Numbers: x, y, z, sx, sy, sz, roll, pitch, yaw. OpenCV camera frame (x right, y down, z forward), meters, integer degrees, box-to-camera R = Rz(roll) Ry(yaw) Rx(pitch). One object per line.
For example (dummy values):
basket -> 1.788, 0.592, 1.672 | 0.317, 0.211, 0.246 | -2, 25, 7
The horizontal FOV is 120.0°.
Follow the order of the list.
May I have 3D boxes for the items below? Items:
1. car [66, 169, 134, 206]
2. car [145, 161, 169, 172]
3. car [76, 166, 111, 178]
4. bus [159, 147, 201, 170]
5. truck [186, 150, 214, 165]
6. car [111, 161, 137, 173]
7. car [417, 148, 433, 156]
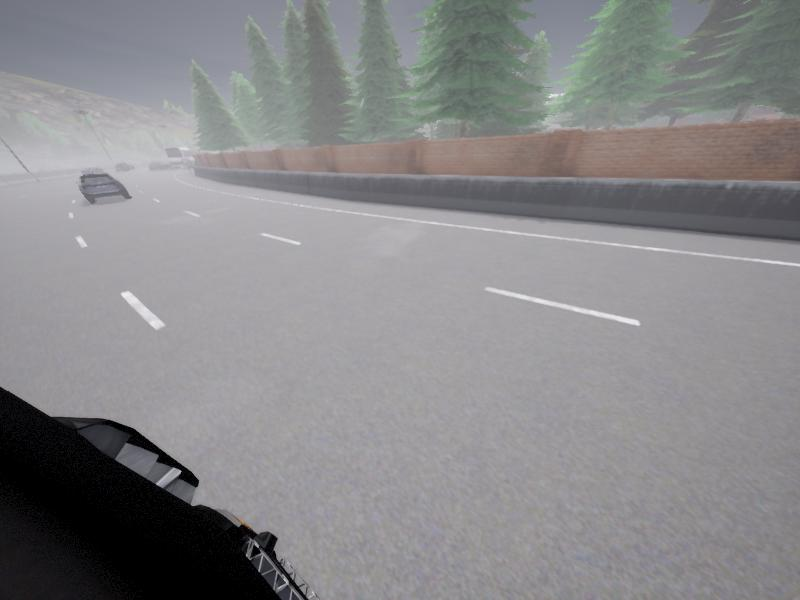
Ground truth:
car -> -20.055, -7.695, 15.547 | 4.856, 1.649, 2.033 | 25, 43, 35
car -> -52.281, -28.845, 49.831 | 2.152, 1.651, 5.027 | -19, 37, -23
car -> -54.235, -22.798, 41.025 | 2.033, 1.411, 5.357 | -20, 37, -24
bus -> -52.802, -34.402, 55.899 | 3.944, 4.253, 10.273 | -17, 36, -20
truck -> -65.157, -46.644, 75.670 | 2.891, 3.827, 8.468 | -10, 34, -11
car -> -60.954, -29.448, 51.133 | 1.932, 1.855, 4.605 | -17, 37, -21
car -> 6.716, -40.498, 63.097 | 2.097, 1.767, 4.553 | -20, 37, -24
